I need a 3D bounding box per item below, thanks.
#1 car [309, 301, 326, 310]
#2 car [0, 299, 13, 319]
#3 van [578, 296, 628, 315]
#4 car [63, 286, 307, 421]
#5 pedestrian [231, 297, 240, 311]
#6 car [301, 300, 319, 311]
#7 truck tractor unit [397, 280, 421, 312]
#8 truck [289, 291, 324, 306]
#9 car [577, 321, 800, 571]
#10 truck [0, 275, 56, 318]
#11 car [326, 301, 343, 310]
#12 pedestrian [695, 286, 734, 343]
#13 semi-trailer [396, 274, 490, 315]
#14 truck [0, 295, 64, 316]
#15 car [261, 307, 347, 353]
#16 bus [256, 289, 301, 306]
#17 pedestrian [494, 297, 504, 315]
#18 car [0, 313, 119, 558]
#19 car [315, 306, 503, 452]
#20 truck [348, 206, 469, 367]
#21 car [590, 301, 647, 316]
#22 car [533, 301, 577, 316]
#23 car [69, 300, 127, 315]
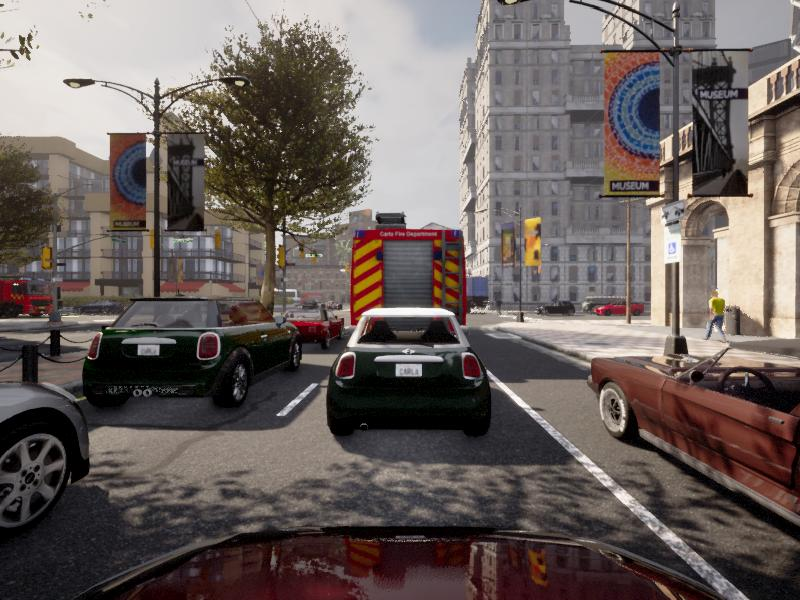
[{"bbox_3d":[-13.690,0.853,66.754,1.970,1.475,3.806,0,0,1],"label":"car"},{"bbox_3d":[-36.048,0.771,33.548,5.238,1.638,1.930,0,0,0],"label":"car"},{"bbox_3d":[21.911,0.595,43.231,4.442,1.987,1.775,0,0,1],"label":"van"},{"bbox_3d":[-3.355,0.694,7.527,2.097,1.767,4.553,0,0,1],"label":"car"},{"bbox_3d":[-21.746,0.485,52.820,0.751,1.860,0.751,0,0,11],"label":"pedestrian"},{"bbox_3d":[-13.798,0.815,61.323,1.789,1.549,3.705,0,0,1],"label":"car"},{"bbox_3d":[1.150,-0.525,56.720,3.053,4.208,6.516,0,0,-2],"label":"truck tractor unit"},{"bbox_3d":[-24.735,-0.320,105.894,8.468,3.827,2.891,0,0,2],"label":"truck"},{"bbox_3d":[3.308,0.938,3.058,1.895,1.301,4.718,0,0,1],"label":"car"},{"bbox_3d":[-37.345,-0.320,37.063,8.468,3.827,2.891,0,0,1],"label":"truck"},{"bbox_3d":[-10.261,0.853,63.188,1.970,1.475,3.806,0,0,1],"label":"car"},{"bbox_3d":[10.611,0.485,13.516,0.751,1.860,0.751,0,0,2],"label":"pedestrian"},{"bbox_3d":[4.763,-0.633,49.961,2.717,4.402,14.254,-1,1,-36],"label":"semi-trailer"},{"bbox_3d":[-38.167,0.542,40.579,6.274,2.098,2.390,0,0,1],"label":"truck"},{"bbox_3d":[-3.218,0.944,14.445,1.895,1.301,4.718,0,0,1],"label":"car"},{"bbox_3d":[-30.942,-0.533,102.441,10.273,4.253,3.944,0,0,2],"label":"bus"},{"bbox_3d":[10.461,0.637,42.287,0.751,1.860,0.751,0,0,-4],"label":"pedestrian"},{"bbox_3d":[-3.473,0.853,1.600,1.970,1.475,3.806,0,0,1],"label":"car"},{"bbox_3d":[0.119,0.853,6.110,1.970,1.475,3.806,0,0,1],"label":"car"},{"bbox_3d":[0.274,-0.321,13.781,2.891,3.827,8.468,0,0,1],"label":"truck"},{"bbox_3d":[21.629,0.828,39.734,4.514,1.525,2.007,0,0,1],"label":"car"},{"bbox_3d":[15.373,0.827,39.827,3.633,1.501,1.845,0,0,1],"label":"car"},{"bbox_3d":[-33.141,0.777,44.010,4.856,1.649,2.033,0,0,1],"label":"car"}]
